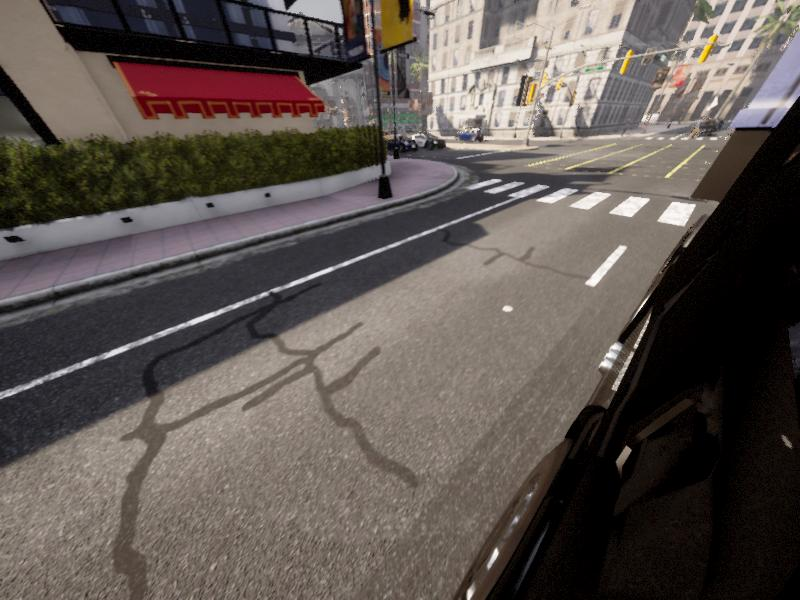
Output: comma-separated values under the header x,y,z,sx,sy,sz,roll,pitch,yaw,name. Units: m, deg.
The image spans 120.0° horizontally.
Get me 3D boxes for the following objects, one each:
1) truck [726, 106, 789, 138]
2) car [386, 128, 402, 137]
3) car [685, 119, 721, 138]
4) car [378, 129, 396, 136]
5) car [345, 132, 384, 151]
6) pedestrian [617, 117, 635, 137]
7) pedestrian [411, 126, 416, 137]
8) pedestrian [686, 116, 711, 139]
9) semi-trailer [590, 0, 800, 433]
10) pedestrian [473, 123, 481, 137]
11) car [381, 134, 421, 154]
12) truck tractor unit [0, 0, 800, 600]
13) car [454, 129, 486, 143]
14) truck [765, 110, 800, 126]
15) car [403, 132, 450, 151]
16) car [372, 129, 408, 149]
x,y,z,sx,sy,sz,roll,pitch,yaw,name
37.951,-19.043,24.686,5.204,2.467,2.627,-29,45,-30,truck
-1.662,-45.837,63.194,3.988,1.617,1.851,-28,44,-30,car
35.503,-20.088,27.027,4.892,1.490,1.837,-29,45,-30,car
-3.637,-47.562,65.539,4.974,1.542,2.038,-28,44,-30,car
-4.319,-18.966,27.634,1.930,1.638,5.238,-29,44,-30,car
27.315,-20.857,27.908,0.751,1.860,0.751,-30,45,-32,pedestrian
2.868,-35.340,48.462,0.751,1.860,0.751,23,44,30,pedestrian
31.092,-17.955,24.104,0.751,1.860,0.751,-24,42,-26,pedestrian
9.208,-3.190,3.658,14.254,4.402,2.717,-22,41,-24,semi-trailer
13.641,-29.943,40.710,0.751,1.860,0.751,-27,43,-29,pedestrian
0.043,-15.962,23.547,1.970,1.475,3.806,-29,44,-30,car
2.645,-0.295,0.351,6.516,4.208,3.053,-28,44,-30,truck tractor unit
9.797,-23.245,32.658,1.970,1.475,3.806,-29,44,-30,car
67.415,-32.147,40.738,6.274,2.098,2.390,-28,44,-30,truck
2.808,-17.348,25.186,2.038,1.542,4.974,-29,44,-30,car
-1.268,-20.234,28.948,1.932,1.855,4.605,-29,44,-30,car
